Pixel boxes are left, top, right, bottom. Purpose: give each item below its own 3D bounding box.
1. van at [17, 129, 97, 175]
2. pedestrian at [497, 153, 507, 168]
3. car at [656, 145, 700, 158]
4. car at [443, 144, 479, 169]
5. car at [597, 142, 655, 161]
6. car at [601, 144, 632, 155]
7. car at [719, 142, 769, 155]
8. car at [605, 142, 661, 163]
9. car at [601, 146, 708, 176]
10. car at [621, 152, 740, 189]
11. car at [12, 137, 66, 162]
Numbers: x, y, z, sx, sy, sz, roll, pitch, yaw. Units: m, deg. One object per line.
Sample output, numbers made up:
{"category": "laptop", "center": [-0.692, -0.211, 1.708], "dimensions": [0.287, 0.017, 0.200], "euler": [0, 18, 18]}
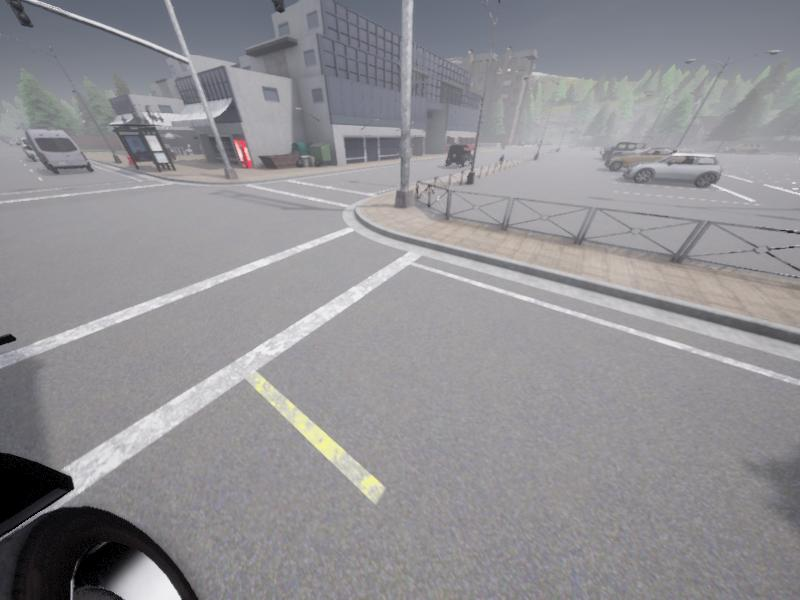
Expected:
{"category": "van", "center": [-25.656, -11.113, 17.274], "dimensions": [5.915, 2.561, 1.988], "euler": [22, 41, 28]}
{"category": "pedestrian", "center": [9.232, -12.613, 20.896], "dimensions": [0.500, 1.100, 0.500], "euler": [18, 39, 23]}
{"category": "car", "center": [42.574, -22.877, 35.472], "dimensions": [3.806, 1.475, 1.970], "euler": [22, 41, 28]}
{"category": "car", "center": [6.063, -14.292, 22.873], "dimensions": [1.905, 1.878, 3.866], "euler": [22, 41, 28]}
{"category": "car", "center": [27.471, -18.255, 28.316], "dimensions": [4.605, 1.855, 1.932], "euler": [22, 41, 28]}
{"category": "car", "center": [38.176, -26.750, 40.913], "dimensions": [3.633, 1.501, 1.845], "euler": [22, 41, 28]}
{"category": "car", "center": [64.577, -28.540, 43.528], "dimensions": [4.605, 1.855, 1.932], "euler": [22, 40, 27]}
{"category": "car", "center": [26.154, -16.765, 26.158], "dimensions": [3.866, 1.878, 1.905], "euler": [22, 41, 28]}
{"category": "car", "center": [18.860, -10.667, 17.595], "dimensions": [5.027, 1.636, 2.152], "euler": [22, 41, 28]}
{"category": "car", "center": [15.468, -7.468, 13.173], "dimensions": [3.806, 1.475, 1.970], "euler": [22, 41, 28]}
{"category": "car", "center": [-39.502, -16.525, 25.276], "dimensions": [5.566, 2.045, 2.150], "euler": [22, 41, 28]}
